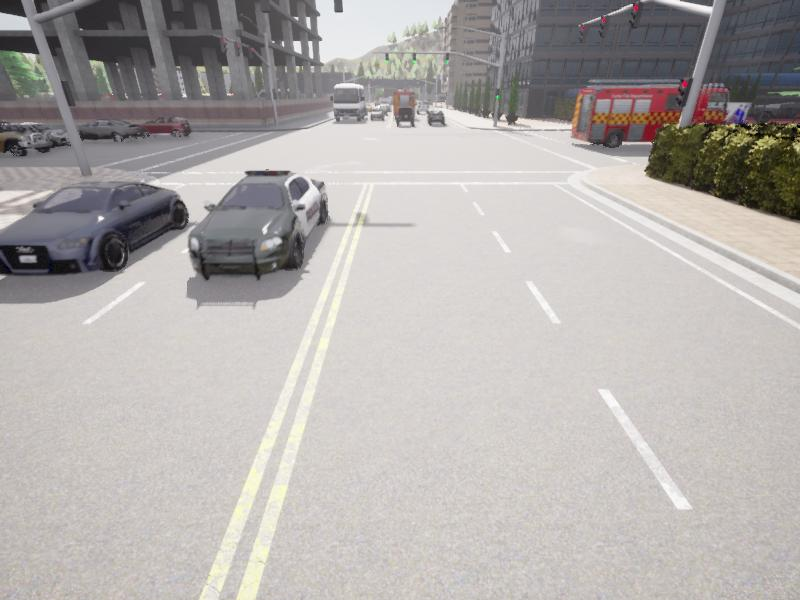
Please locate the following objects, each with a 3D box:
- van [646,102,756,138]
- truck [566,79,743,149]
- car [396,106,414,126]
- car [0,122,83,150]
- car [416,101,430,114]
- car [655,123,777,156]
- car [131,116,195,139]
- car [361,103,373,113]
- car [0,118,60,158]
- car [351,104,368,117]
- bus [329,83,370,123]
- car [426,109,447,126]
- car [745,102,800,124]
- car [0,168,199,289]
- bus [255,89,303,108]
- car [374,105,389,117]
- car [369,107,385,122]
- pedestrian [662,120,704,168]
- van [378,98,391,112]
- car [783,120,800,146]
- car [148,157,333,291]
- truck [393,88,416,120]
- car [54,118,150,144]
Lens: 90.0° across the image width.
[{"bbox_3d":[23.804,-14.375,31.899,6.366,2.431,2.351,0,27,0],"label":"van"},{"bbox_3d":[15.648,-11.762,25.297,8.468,3.827,2.891,0,27,0],"label":"truck"},{"bbox_3d":[0.568,-20.297,44.093,1.905,1.878,3.866,0,27,0],"label":"car"},{"bbox_3d":[-23.066,-10.490,25.512,3.806,1.475,1.970,0,27,0],"label":"car"},{"bbox_3d":[4.053,-34.340,71.267,2.150,2.045,5.566,0,27,0],"label":"car"},{"bbox_3d":[17.752,-9.148,22.733,4.902,1.511,2.128,0,27,0],"label":"car"},{"bbox_3d":[-18.671,-13.714,31.699,3.705,1.549,1.789,0,27,0],"label":"car"},{"bbox_3d":[-6.449,-37.539,78.077,1.801,1.575,5.366,0,27,0],"label":"car"},{"bbox_3d":[-22.350,-9.073,22.298,4.605,1.855,1.932,1,27,0],"label":"car"},{"bbox_3d":[-6.442,-30.366,63.969,2.242,1.667,4.611,0,27,0],"label":"car"},{"bbox_3d":[-6.319,-25.790,52.224,3.944,4.253,10.273,0,27,0],"label":"bus"},{"bbox_3d":[4.065,-20.725,45.314,2.007,1.525,4.514,0,27,0],"label":"car"},{"bbox_3d":[42.195,-20.425,43.683,6.274,2.098,2.390,15,31,27],"label":"car"},{"bbox_3d":[-6.417,-1.769,8.592,1.994,1.385,4.181,0,27,0],"label":"car"},{"bbox_3d":[-30.130,-50.270,99.853,10.273,4.253,3.944,0,27,0],"label":"bus"},{"bbox_3d":[-2.943,-30.183,63.778,2.128,1.511,4.902,0,27,0],"label":"car"},{"bbox_3d":[-2.938,-23.915,51.525,1.789,1.549,3.705,0,27,0],"label":"car"},{"bbox_3d":[12.210,-6.752,17.318,0.751,1.860,0.751,3,27,6],"label":"pedestrian"},{"bbox_3d":[-2.952,-38.449,78.858,2.351,2.431,6.366,0,27,0],"label":"van"},{"bbox_3d":[27.753,-10.794,25.896,3.633,1.501,1.845,0,27,0],"label":"car"},{"bbox_3d":[-2.918,-1.982,8.815,2.038,1.542,4.974,0,27,0],"label":"car"},{"bbox_3d":[0.564,-27.602,56.203,2.891,3.827,8.468,0,27,0],"label":"truck"},{"bbox_3d":[-21.156,-12.100,28.605,4.902,1.511,2.128,0,27,0],"label":"car"}]
